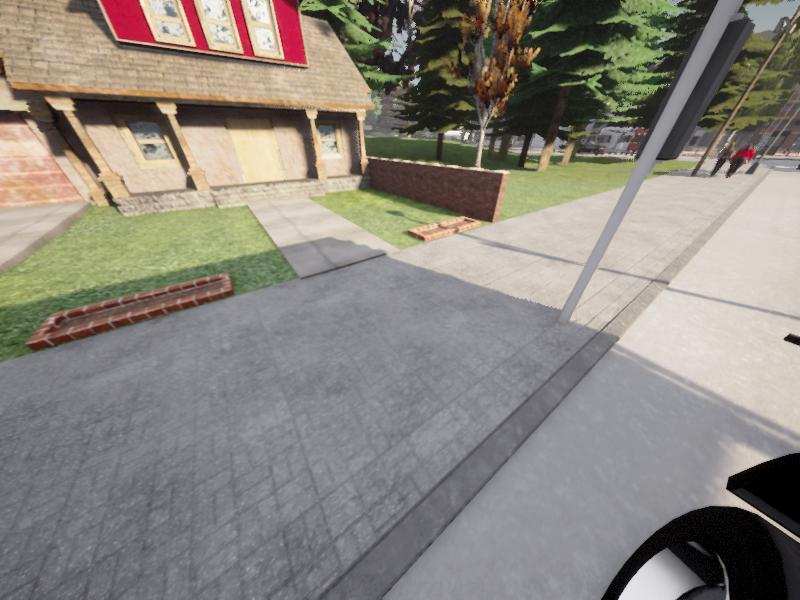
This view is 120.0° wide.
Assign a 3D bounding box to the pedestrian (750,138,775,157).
[{"bbox_3d":[43.650,-18.370,27.836,0.751,1.860,0.751,-19,39,-25],"label":"pedestrian"}]

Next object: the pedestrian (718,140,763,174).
[{"bbox_3d":[23.050,-9.697,15.676,0.751,1.860,0.751,-13,37,-18],"label":"pedestrian"}]

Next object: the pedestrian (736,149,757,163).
[{"bbox_3d":[32.462,-13.479,21.636,0.500,1.100,0.500,21,40,27],"label":"pedestrian"}]

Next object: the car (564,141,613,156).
[{"bbox_3d":[28.215,-22.901,34.808,2.152,1.651,5.027,-22,41,-28],"label":"car"}]

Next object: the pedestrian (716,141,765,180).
[{"bbox_3d":[19.766,-8.128,13.471,0.751,1.860,0.751,-30,45,-35],"label":"pedestrian"}]

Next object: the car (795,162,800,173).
[{"bbox_3d":[31.498,-10.307,17.038,4.193,1.474,1.816,-24,41,-30],"label":"car"}]

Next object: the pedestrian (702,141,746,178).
[{"bbox_3d":[19.522,-8.481,13.974,0.751,1.860,0.751,-29,44,-35],"label":"pedestrian"}]

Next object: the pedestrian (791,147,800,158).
[{"bbox_3d":[45.744,-17.142,26.078,0.751,1.860,0.751,-18,39,-23],"label":"pedestrian"}]
